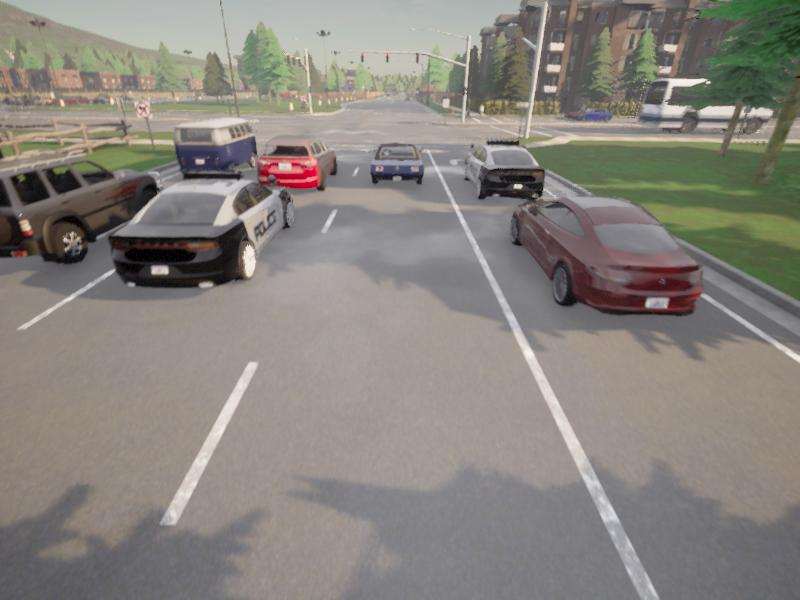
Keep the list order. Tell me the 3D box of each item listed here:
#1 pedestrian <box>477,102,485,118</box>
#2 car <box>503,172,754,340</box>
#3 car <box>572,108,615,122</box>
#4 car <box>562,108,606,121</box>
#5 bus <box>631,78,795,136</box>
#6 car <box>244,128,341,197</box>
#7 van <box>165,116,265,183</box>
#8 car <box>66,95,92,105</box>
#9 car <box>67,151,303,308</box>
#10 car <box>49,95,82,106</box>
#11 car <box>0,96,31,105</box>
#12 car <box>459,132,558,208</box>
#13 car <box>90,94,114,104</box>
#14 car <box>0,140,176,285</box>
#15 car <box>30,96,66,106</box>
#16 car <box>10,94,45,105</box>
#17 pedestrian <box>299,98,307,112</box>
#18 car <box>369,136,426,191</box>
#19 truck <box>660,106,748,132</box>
[{"bbox_3d":[10.636,-24.878,52.504,0.751,1.860,0.751,-2,28,-5],"label":"pedestrian"},{"bbox_3d":[3.422,-1.167,7.301,1.812,1.442,4.674,0,28,-1],"label":"car"},{"bbox_3d":[23.720,-22.752,49.220,4.193,1.474,1.816,0,28,-1],"label":"car"},{"bbox_3d":[24.055,-24.288,52.373,4.718,1.301,1.895,0,28,-1],"label":"car"},{"bbox_3d":[27.153,-17.092,35.435,10.273,4.253,3.944,0,28,-1],"label":"bus"},{"bbox_3d":[-3.595,-5.127,14.480,2.242,1.667,4.611,0,28,-1],"label":"car"},{"bbox_3d":[-7.096,-6.140,15.997,1.775,1.987,4.442,0,28,0],"label":"van"},{"bbox_3d":[-65.294,-40.733,81.438,1.851,1.617,3.988,0,28,-1],"label":"car"},{"bbox_3d":[-3.573,-1.811,8.147,1.930,1.638,5.238,1,27,0],"label":"car"},{"bbox_3d":[-61.737,-36.891,73.872,2.097,1.767,4.553,0,28,-1],"label":"car"},{"bbox_3d":[-72.246,-37.534,75.169,1.816,1.474,4.193,0,28,-1],"label":"car"},{"bbox_3d":[3.408,-4.661,13.795,1.930,1.638,5.238,1,27,0],"label":"car"},{"bbox_3d":[-61.802,-41.700,83.014,1.905,1.878,3.866,0,28,-1],"label":"car"},{"bbox_3d":[-7.073,-2.143,8.437,1.932,1.855,4.605,1,27,0],"label":"car"},{"bbox_3d":[-65.241,-37.016,74.289,1.801,1.575,5.366,0,28,-1],"label":"car"},{"bbox_3d":[-68.737,-37.073,73.950,1.932,1.855,4.605,0,28,-1],"label":"car"},{"bbox_3d":[-14.112,-28.325,58.168,0.751,1.860,0.751,2,28,3],"label":"pedestrian"},{"bbox_3d":[-0.099,-5.451,15.597,1.895,1.301,4.718,1,28,0],"label":"car"},{"bbox_3d":[29.478,-17.687,38.966,6.274,2.098,2.390,0,28,-1],"label":"truck"}]
